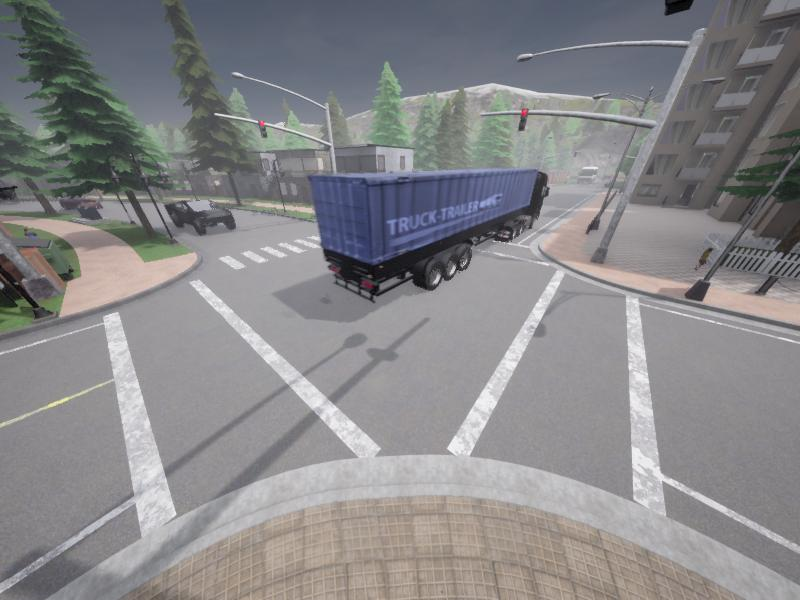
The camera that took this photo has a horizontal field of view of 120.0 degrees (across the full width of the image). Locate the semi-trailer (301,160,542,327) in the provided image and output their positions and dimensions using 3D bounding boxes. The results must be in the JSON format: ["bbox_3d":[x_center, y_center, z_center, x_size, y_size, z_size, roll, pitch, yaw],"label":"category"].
[{"bbox_3d":[2.956,-4.192,11.406,2.717,4.402,14.254,24,38,35],"label":"semi-trailer"}]

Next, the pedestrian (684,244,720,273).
[{"bbox_3d":[13.521,-1.872,10.375,0.500,1.100,0.500,21,36,32],"label":"pedestrian"}]

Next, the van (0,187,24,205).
[{"bbox_3d":[-53.053,-13.481,29.892,4.442,1.987,1.775,-1,30,-2],"label":"van"}]

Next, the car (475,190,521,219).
[{"bbox_3d":[10.071,-9.866,23.608,2.150,2.045,5.566,24,38,35],"label":"car"}]

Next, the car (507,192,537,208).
[{"bbox_3d":[15.349,-12.575,28.979,1.994,1.385,4.181,24,38,35],"label":"car"}]

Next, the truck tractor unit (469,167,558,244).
[{"bbox_3d":[8.181,-7.089,16.605,3.053,4.208,6.516,24,38,35],"label":"truck tractor unit"}]

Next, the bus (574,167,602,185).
[{"bbox_3d":[53.958,-35.694,66.140,3.944,4.253,10.273,24,38,35],"label":"bus"}]

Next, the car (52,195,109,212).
[{"bbox_3d":[-35.378,-10.761,25.639,3.633,1.501,1.845,6,30,10],"label":"car"}]

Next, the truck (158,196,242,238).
[{"bbox_3d":[-15.490,-6.599,17.860,6.274,2.098,2.390,18,34,28],"label":"truck"}]
